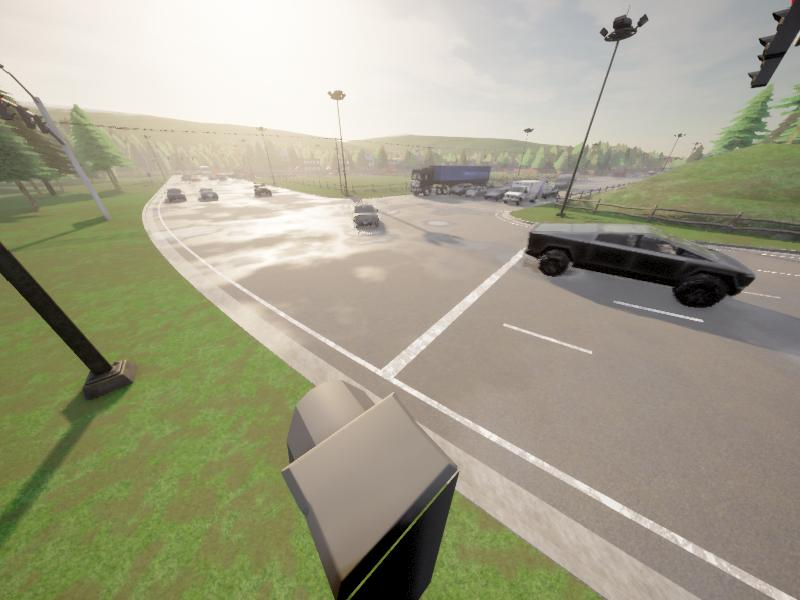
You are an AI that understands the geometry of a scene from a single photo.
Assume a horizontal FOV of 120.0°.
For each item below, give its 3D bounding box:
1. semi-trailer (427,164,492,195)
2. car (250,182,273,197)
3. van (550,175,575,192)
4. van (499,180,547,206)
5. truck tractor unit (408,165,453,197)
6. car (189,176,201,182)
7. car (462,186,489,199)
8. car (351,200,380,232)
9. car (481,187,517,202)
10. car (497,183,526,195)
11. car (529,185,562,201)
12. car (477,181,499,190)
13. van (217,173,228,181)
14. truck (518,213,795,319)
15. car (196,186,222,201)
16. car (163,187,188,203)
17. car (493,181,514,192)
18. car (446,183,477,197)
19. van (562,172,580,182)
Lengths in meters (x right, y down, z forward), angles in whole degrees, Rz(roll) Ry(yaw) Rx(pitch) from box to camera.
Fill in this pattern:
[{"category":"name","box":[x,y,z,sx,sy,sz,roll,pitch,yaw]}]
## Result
[{"category":"semi-trailer","box":[10.843,-21.544,40.901,14.254,4.402,2.717,-23,37,-34]},{"category":"car","box":[-21.979,-17.656,36.695,1.905,1.878,3.866,-23,37,-34]},{"category":"van","box":[31.468,-22.660,44.717,5.915,2.561,1.988,-26,39,-37]},{"category":"van","box":[15.446,-13.462,28.895,6.366,2.431,2.351,-23,37,-34]},{"category":"truck tractor unit","box":[4.795,-18.897,36.533,6.516,4.208,3.053,-23,37,-34]},{"category":"car","box":[-63.344,-37.490,71.403,1.882,1.535,5.008,-17,34,-27]},{"category":"car","box":[11.155,-15.842,33.914,3.633,1.501,1.845,-23,37,-34]},{"category":"car","box":[-2.818,-6.822,18.329,1.837,1.490,4.892,-6,30,-8]},{"category":"car","box":[13.731,-14.581,31.866,5.357,1.411,2.033,-23,37,-34]},{"category":"car","box":[19.292,-19.201,39.869,5.357,1.411,2.033,-23,37,-34]},{"category":"car","box":[20.931,-15.424,33.080,5.238,1.638,1.930,-23,37,-34]},{"category":"car","box":[17.770,-23.107,46.696,4.181,1.385,1.994,-22,37,-34]},{"category":"van","box":[-58.131,-40.182,75.568,2.069,2.038,4.480,-17,34,-27]},{"category":"truck","box":[8.480,-1.780,8.987,6.274,2.098,2.390,21,37,32]},{"category":"car","box":[-27.067,-15.084,32.622,2.128,1.511,4.902,-23,37,-34]},{"category":"car","box":[-30.398,-14.333,31.338,1.837,1.490,4.892,-23,37,-34]},{"category":"car","box":[19.785,-21.754,44.149,3.633,1.501,1.845,-23,37,-34]},{"category":"car","box":[9.800,-17.617,36.849,4.611,1.667,2.242,-23,37,-34]},{"category":"van","box":[53.789,-38.706,72.620,6.366,2.431,2.351,-23,37,-34]}]
